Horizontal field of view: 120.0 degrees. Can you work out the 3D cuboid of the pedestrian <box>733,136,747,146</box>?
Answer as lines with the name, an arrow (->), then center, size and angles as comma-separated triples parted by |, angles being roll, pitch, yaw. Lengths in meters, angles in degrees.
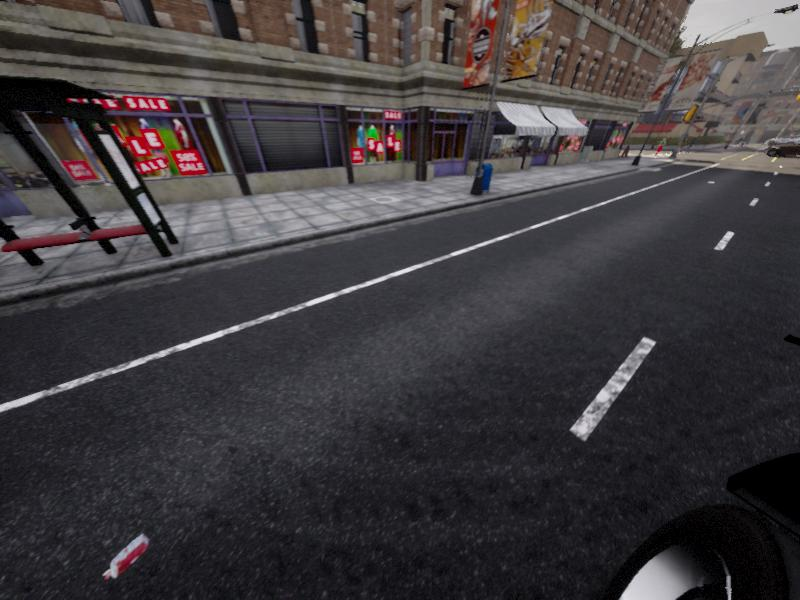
pedestrian -> 75.468, -35.265, 51.258 | 0.751, 1.860, 0.751 | -18, 39, -23

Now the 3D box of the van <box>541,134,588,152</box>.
van -> 28.393, -27.381, 40.232 | 1.988, 2.561, 5.915 | -23, 41, -29

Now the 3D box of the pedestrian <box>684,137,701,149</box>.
pedestrian -> 51.515, -27.652, 40.689 | 0.751, 1.860, 0.751 | -4, 35, -6

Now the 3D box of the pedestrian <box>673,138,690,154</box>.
pedestrian -> 41.411, -22.666, 33.982 | 0.751, 1.860, 0.751 | -22, 40, -27

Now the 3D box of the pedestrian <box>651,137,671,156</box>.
pedestrian -> 31.163, -18.283, 27.601 | 0.751, 1.860, 0.751 | -25, 42, -31

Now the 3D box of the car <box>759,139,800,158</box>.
car -> 45.891, -17.306, 26.364 | 1.932, 1.855, 4.605 | -5, 34, -7
